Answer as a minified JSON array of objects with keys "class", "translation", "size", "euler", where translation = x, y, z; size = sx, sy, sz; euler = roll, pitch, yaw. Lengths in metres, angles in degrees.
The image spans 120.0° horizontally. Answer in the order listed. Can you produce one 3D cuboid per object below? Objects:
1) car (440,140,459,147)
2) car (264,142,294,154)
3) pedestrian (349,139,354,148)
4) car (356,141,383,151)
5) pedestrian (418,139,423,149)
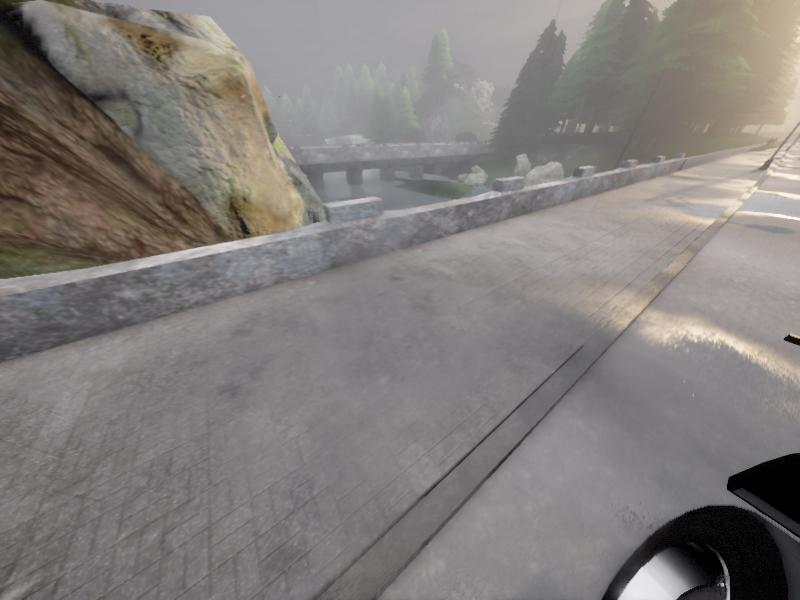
[{"class":"car","translation":[13.650,-43.390,64.056],"size":[4.792,1.488,2.163],"euler":[-22,41,-28]},{"class":"car","translation":[-21.070,-26.535,40.315],"size":[3.988,1.617,1.851],"euler":[-22,41,-28]},{"class":"pedestrian","translation":[-11.518,-37.115,54.802],"size":[0.751,1.860,0.751],"euler":[-27,43,-33]},{"class":"car","translation":[-6.358,-32.525,48.664],"size":[5.238,1.638,1.930],"euler":[-22,41,-28]},{"class":"pedestrian","translation":[4.399,-33.418,49.432],"size":[0.751,1.860,0.751],"euler":[-22,41,-28]}]
